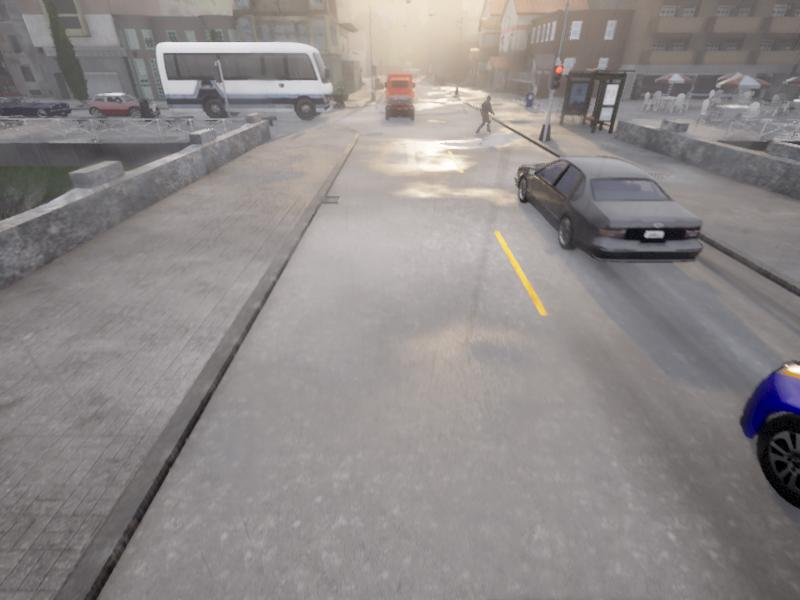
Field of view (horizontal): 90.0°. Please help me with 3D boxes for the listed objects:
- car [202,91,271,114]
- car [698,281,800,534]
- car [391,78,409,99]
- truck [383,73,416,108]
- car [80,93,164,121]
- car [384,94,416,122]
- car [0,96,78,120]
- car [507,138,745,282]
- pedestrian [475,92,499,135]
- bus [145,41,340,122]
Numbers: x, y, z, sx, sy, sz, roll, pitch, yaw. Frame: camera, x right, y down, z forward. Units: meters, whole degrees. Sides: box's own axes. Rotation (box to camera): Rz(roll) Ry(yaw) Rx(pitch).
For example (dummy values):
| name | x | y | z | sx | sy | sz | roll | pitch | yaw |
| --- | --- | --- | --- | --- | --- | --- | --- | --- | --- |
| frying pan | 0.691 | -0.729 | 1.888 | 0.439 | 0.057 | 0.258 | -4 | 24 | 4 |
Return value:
| name | x | y | z | sx | sy | sz | roll | pitch | yaw |
| --- | --- | --- | --- | --- | --- | --- | --- | --- | --- |
| car | -11.997 | -14.616 | 29.597 | 4.181 | 1.385 | 1.994 | 0 | 30 | 0 |
| car | 4.002 | 1.640 | 1.682 | 2.007 | 1.525 | 4.514 | 0 | 30 | 0 |
| car | -0.010 | -23.064 | 43.507 | 1.905 | 1.878 | 3.866 | 0 | 31 | 0 |
| truck | -0.007 | -18.330 | 34.840 | 2.627 | 2.467 | 5.204 | 0 | 31 | 0 |
| car | -18.006 | -12.634 | 26.104 | 3.806 | 1.475 | 1.970 | 0 | 30 | 0 |
| car | -0.004 | -12.835 | 26.630 | 1.895 | 1.301 | 4.718 | 0 | 30 | 0 |
| car | -24.371 | -12.560 | 26.156 | 4.718 | 1.301 | 1.895 | 0 | 30 | 0 |
| car | 3.989 | -2.256 | 8.467 | 2.033 | 1.411 | 5.357 | 0 | 30 | 0 |
| pedestrian | 4.314 | -9.274 | 19.942 | 0.751 | 1.860 | 0.751 | -5 | 31 | -9 |
| bus | -9.387 | -13.926 | 25.567 | 10.273 | 4.253 | 3.944 | 0 | 30 | -1 |
